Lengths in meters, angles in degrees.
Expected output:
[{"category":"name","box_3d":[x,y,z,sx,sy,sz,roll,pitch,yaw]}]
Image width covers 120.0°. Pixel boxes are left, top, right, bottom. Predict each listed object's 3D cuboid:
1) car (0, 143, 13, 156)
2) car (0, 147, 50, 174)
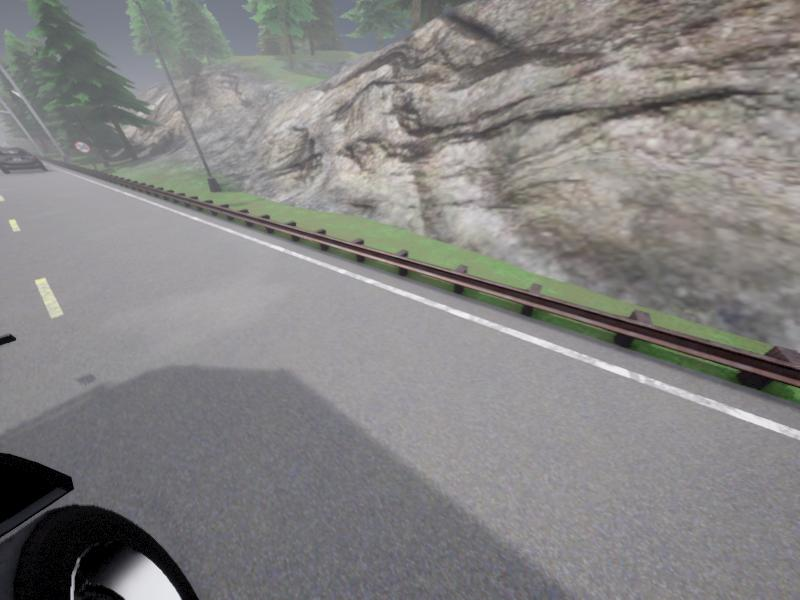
[{"category":"car","box_3d":[-65.863,-24.456,37.621,4.611,1.667,2.242,21,40,27]},{"category":"car","box_3d":[-32.151,-11.771,19.340,4.611,1.667,2.242,21,40,27]}]
